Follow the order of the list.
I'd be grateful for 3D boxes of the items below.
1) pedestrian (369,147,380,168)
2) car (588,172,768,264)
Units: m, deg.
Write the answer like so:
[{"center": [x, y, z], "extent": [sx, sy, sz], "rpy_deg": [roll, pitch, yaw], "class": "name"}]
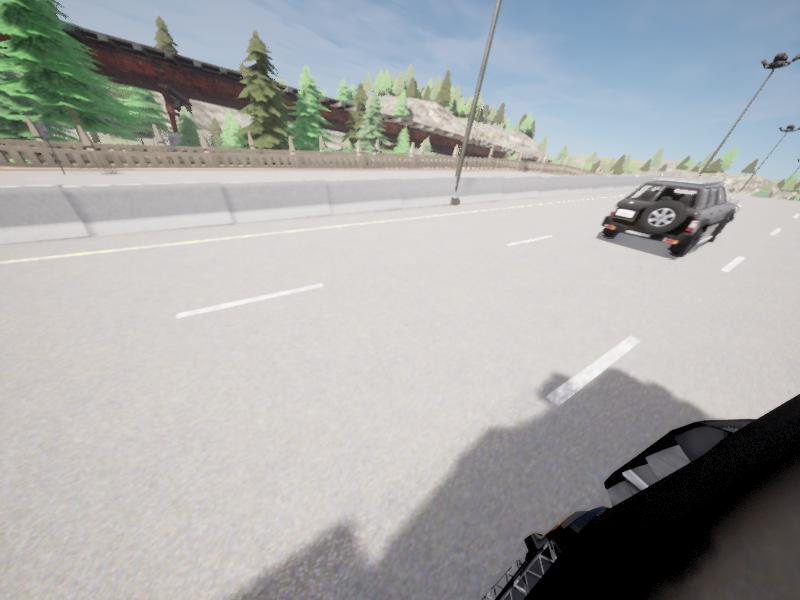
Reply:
[{"center": [-2.787, -15.580, 25.317], "extent": [0.751, 1.860, 0.751], "rpy_deg": [-10, 35, -30], "class": "pedestrian"}, {"center": [8.415, -2.732, 7.047], "extent": [4.605, 1.855, 1.932], "rpy_deg": [-16, 38, -26], "class": "car"}]
